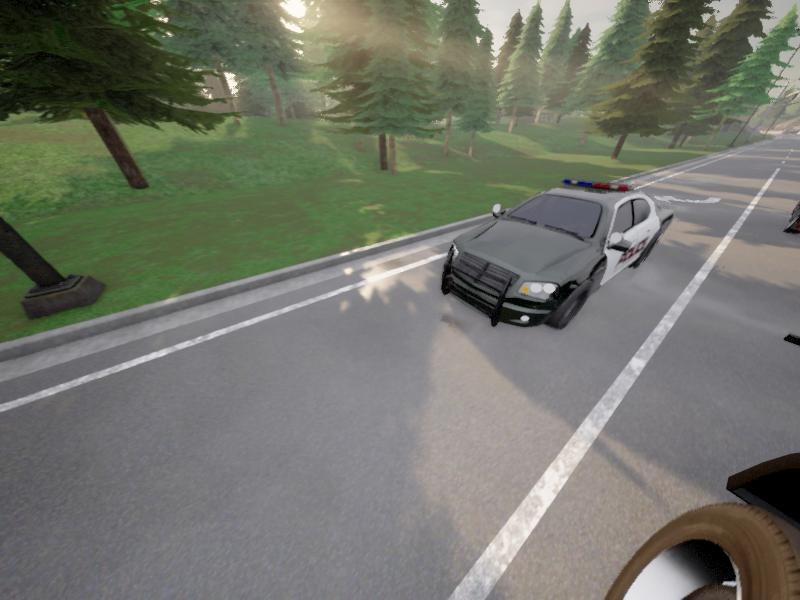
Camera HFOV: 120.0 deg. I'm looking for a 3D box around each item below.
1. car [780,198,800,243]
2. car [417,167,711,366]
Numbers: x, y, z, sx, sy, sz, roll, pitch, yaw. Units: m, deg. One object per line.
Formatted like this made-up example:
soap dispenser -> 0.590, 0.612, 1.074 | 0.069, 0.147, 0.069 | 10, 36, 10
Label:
car -> 11.739, -2.318, 5.647 | 4.181, 1.385, 1.994 | -23, 41, -28
car -> 2.915, -1.184, 4.077 | 4.974, 1.542, 2.038 | -23, 41, -28
